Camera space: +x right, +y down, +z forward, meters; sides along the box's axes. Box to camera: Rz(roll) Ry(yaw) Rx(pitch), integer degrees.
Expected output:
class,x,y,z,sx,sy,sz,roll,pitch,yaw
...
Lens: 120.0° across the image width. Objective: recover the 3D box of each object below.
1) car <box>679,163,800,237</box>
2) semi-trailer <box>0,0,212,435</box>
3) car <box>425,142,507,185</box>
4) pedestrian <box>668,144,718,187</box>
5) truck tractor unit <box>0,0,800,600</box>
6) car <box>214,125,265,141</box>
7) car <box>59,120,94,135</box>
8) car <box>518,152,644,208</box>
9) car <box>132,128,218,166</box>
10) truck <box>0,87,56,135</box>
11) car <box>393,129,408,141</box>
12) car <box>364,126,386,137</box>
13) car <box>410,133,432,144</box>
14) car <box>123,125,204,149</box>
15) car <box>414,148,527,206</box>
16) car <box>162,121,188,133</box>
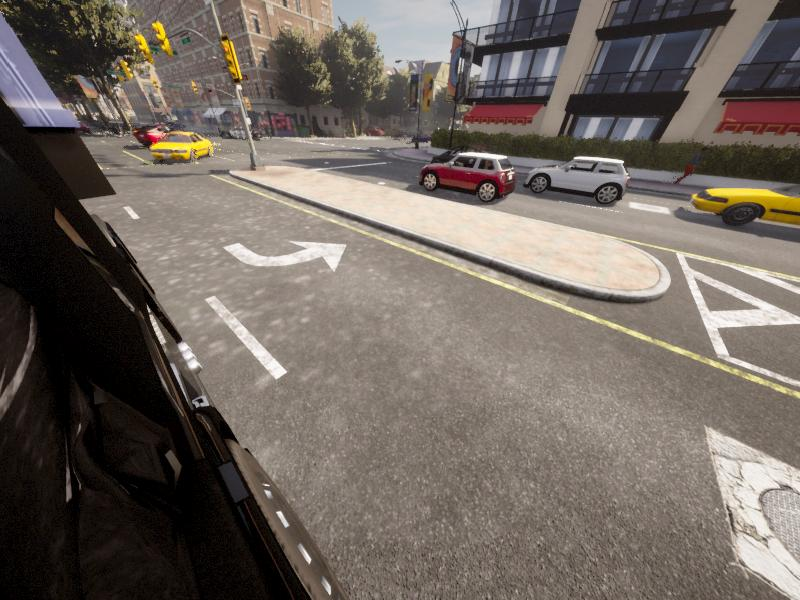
class,x,y,z,sx,sy,sz,roll,pitch,yaw
car,12.686,-2.810,6.879,5.366,1.575,1.801,28,43,29
semi-trailer,-9.457,-2.940,3.285,14.254,4.402,2.717,19,40,20
car,3.489,-7.614,12.738,3.705,1.549,1.789,28,43,29
pedestrian,15.580,-7.172,12.362,0.751,1.860,0.751,28,44,30
truck tractor unit,-2.645,-0.295,0.351,6.516,4.208,3.053,28,44,30
car,-21.156,-22.134,30.597,4.974,1.542,2.038,1,36,-2
car,-39.824,-21.266,28.456,4.718,1.301,1.895,28,43,29
car,7.679,-5.387,10.093,3.806,1.475,1.970,28,44,30
car,-13.343,-9.549,14.239,1.801,1.575,5.366,-9,38,-16
truck,-42.461,-20.964,25.775,8.468,3.827,2.891,28,43,29
car,0.144,-32.921,46.054,1.905,1.878,3.866,12,38,11
car,-6.375,-42.509,58.320,5.566,2.045,2.150,29,44,31
car,3.676,-27.760,39.682,1.845,1.501,3.633,27,43,29
car,-20.196,-14.243,20.121,2.007,1.525,4.514,8,37,7
car,2.758,-5.249,9.597,3.806,1.475,1.970,28,43,29
car,-38.483,-29.530,39.457,4.674,1.442,1.812,27,43,29
